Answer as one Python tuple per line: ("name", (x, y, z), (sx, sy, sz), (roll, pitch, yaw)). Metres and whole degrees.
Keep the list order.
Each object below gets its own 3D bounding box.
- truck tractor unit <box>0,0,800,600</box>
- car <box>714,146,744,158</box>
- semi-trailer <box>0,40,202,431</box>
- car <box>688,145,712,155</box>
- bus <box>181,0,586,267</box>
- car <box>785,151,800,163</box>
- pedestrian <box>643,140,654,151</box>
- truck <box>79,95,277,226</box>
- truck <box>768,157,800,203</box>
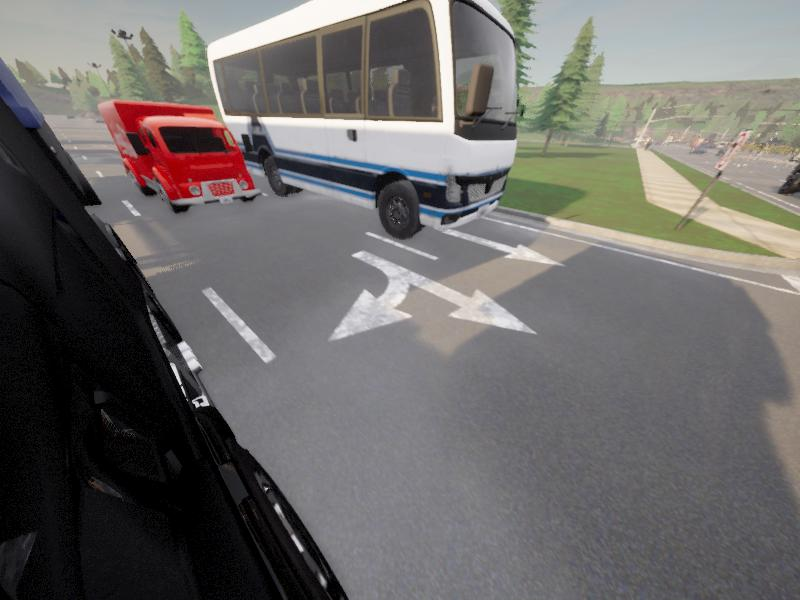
("truck tractor unit", (-2.645, -0.295, 0.351), (6.516, 4.208, 3.053), (28, 44, 30))
("car", (63.642, -28.757, 44.779), (2.033, 1.649, 4.856), (27, 43, 29))
("semi-trailer", (-8.717, -3.589, 4.214), (14.254, 4.402, 2.717), (28, 44, 30))
("car", (62.898, -31.512, 48.494), (2.038, 1.542, 4.974), (27, 44, 29))
("bus", (-1.630, -5.321, 7.116), (10.273, 4.253, 3.944), (28, 43, 30))
("car", (67.072, -23.567, 38.123), (2.038, 1.542, 4.974), (28, 43, 30))
("pedestrian", (50.810, -31.601, 47.294), (0.751, 1.860, 0.751), (29, 44, 30))
("truck", (-6.750, -4.475, 7.150), (5.204, 2.467, 2.627), (28, 44, 30))
("truck", (20.674, -5.376, 10.385), (2.390, 2.098, 6.274), (27, 43, 29))
